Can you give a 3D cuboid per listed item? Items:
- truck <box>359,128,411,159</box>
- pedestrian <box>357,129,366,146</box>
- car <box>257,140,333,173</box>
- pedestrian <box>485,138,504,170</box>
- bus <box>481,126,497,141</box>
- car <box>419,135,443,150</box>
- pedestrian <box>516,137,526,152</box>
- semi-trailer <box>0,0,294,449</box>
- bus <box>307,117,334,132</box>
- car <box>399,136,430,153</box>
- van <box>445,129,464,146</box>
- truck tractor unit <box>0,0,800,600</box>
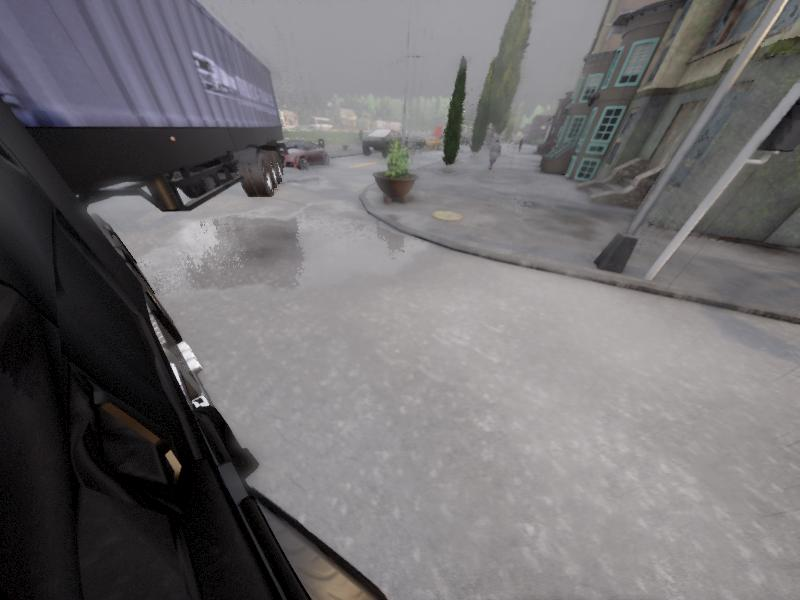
[{"bbox_3d":[-1.282,-15.338,22.532,2.390,2.098,6.274,16,38,17],"label":"truck"},{"bbox_3d":[-5.255,-22.234,31.561,0.751,1.860,0.751,16,39,17],"label":"pedestrian"},{"bbox_3d":[-6.126,-8.914,14.160,1.994,1.385,4.181,11,36,10],"label":"car"},{"bbox_3d":[6.681,-10.294,16.299,0.751,1.860,0.751,15,38,16],"label":"pedestrian"},{"bbox_3d":[34.765,-64.959,90.184,3.944,4.253,10.273,16,38,17],"label":"bus"},{"bbox_3d":[4.657,-23.215,34.010,1.801,1.575,5.366,16,38,17],"label":"car"},{"bbox_3d":[18.547,-23.841,35.407,0.751,1.860,0.751,14,38,14],"label":"pedestrian"},{"bbox_3d":[-5.532,-4.674,5.892,2.717,4.402,14.254,-7,38,-12],"label":"semi-trailer"},{"bbox_3d":[-31.067,-69.240,91.317,3.944,4.253,10.273,16,38,17],"label":"bus"},{"bbox_3d":[1.905,-19.451,28.798,2.128,1.511,4.902,16,39,17],"label":"car"},{"bbox_3d":[10.733,-31.840,45.267,1.988,2.561,5.915,16,39,17],"label":"van"},{"bbox_3d":[-2.645,-0.295,0.351,6.516,4.208,3.053,28,44,30],"label":"truck tractor unit"}]
